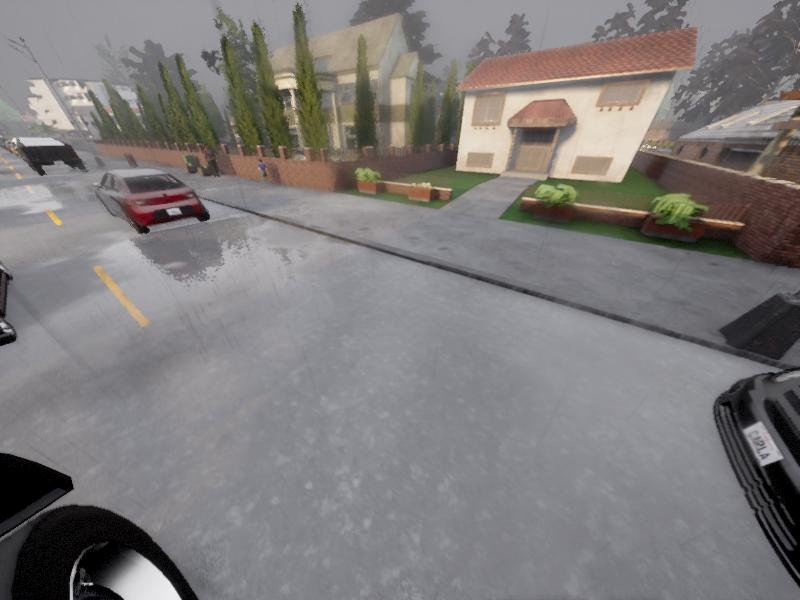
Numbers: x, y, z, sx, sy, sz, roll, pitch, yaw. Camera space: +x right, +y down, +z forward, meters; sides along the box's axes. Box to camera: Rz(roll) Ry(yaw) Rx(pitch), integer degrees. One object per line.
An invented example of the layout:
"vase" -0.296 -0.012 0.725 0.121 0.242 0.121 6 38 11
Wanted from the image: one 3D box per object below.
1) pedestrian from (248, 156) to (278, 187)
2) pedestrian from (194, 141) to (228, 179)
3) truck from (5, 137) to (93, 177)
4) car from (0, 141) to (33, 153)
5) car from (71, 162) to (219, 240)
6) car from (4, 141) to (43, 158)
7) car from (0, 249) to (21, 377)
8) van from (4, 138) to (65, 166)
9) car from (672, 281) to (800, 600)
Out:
"pedestrian" -7.004 -6.596 11.853 0.751 1.300 0.751 30 45 35
"pedestrian" -11.253 -8.326 13.785 0.751 1.860 0.751 21 40 27
"truck" -25.719 -10.598 16.903 6.274 2.098 2.390 22 40 27
"car" -58.750 -23.445 35.387 3.806 1.475 1.970 22 40 27
"car" -7.984 -3.307 7.252 4.193 1.474 1.816 22 40 27
"car" -46.992 -18.823 28.839 5.366 1.575 1.801 22 40 27
"car" -6.757 -0.027 2.701 4.181 1.385 1.994 23 41 29
"van" -33.908 -13.821 21.456 4.480 2.038 2.069 22 40 27
"car" 4.103 1.431 0.518 3.988 1.617 1.851 22 40 27
